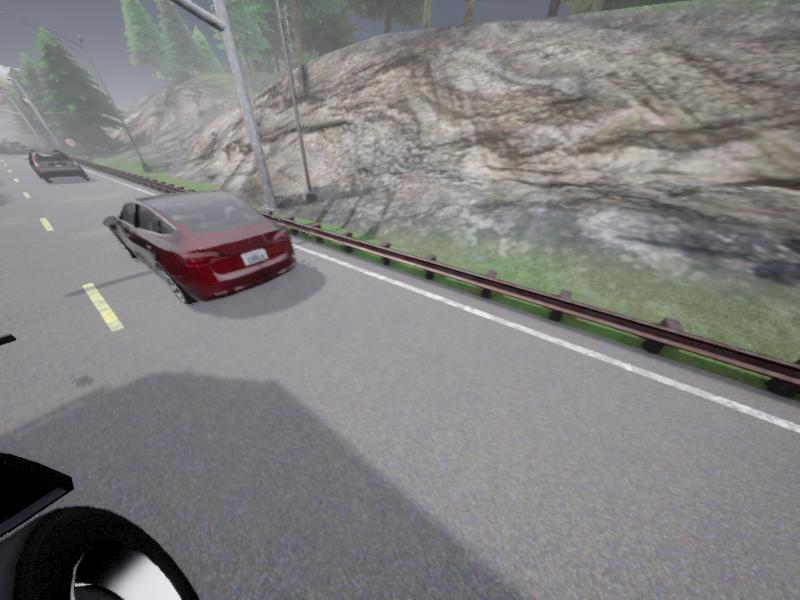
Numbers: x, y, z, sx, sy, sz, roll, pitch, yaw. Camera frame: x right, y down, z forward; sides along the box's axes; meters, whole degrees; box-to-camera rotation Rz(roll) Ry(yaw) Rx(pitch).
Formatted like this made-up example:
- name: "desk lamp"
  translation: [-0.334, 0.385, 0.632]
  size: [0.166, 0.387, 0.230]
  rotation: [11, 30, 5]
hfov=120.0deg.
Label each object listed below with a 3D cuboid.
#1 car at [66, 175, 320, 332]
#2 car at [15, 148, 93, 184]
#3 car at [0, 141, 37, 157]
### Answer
- name: "car"
  translation: [-4.239, -1.440, 4.778]
  size: [4.792, 1.488, 2.163]
  rotation: [22, 39, 27]
- name: "car"
  translation: [-21.413, -8.395, 14.300]
  size: [3.988, 1.617, 1.851]
  rotation: [22, 39, 27]
- name: "car"
  translation: [-54.541, -21.028, 32.098]
  size: [4.611, 1.667, 2.242]
  rotation: [7, 34, 8]
